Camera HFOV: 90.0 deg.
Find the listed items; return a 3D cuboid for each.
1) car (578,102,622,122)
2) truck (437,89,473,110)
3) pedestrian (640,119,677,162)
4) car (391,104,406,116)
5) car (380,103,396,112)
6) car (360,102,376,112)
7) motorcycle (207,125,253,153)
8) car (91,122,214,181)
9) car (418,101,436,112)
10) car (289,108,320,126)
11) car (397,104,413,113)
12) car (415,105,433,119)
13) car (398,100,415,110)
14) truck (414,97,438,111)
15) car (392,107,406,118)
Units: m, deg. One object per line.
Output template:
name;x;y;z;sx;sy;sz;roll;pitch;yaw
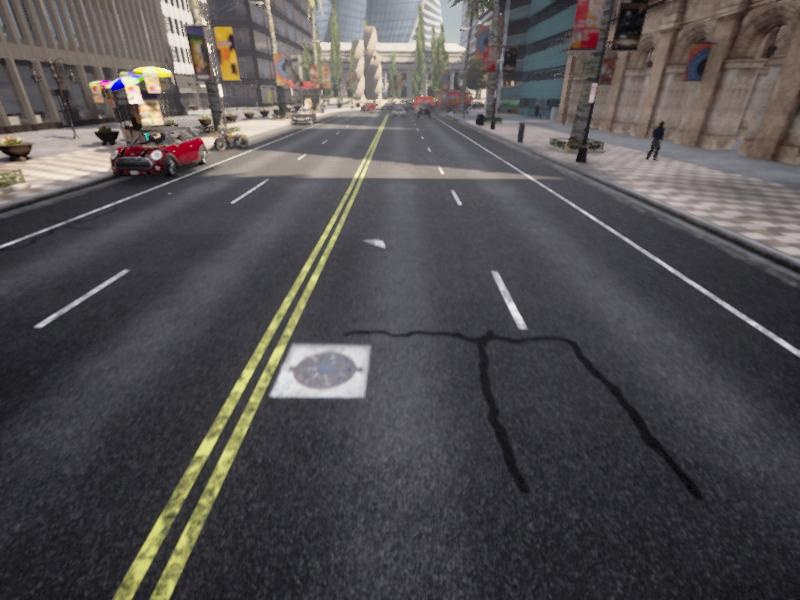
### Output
car;24.702;-23.429;49.702;2.435;2.045;5.566;0;27;0
truck;11.780;-42.506;84.949;2.891;3.827;8.468;24;35;37
pedestrian;12.323;-7.625;19.141;0.751;1.860;0.751;0;27;-1
car;-0.194;-30.219;63.407;2.038;1.542;4.974;2;27;3
car;-2.244;-36.177;75.078;1.812;1.442;4.674;7;28;12
car;-5.944;-36.092;74.759;1.882;1.535;5.008;5;28;9
motorcycle;-9.902;-9.470;23.465;0.764;1.277;2.356;15;31;26
car;-10.012;-6.349;16.797;2.185;1.767;4.553;0;27;0
car;5.145;-36.381;75.212;2.097;1.767;4.553;11;29;19
car;-10.162;-19.710;42.958;2.231;1.521;4.892;0;27;0
car;0.977;-35.421;73.815;1.895;1.301;4.718;7;28;12
car;3.341;-26.566;56.470;2.128;1.511;4.902;0;27;0
car;1.440;-40.514;83.075;1.905;1.878;3.866;14;30;25
truck;5.371;-40.653;82.745;2.627;2.467;5.204;17;31;28
car;-0.160;-26.554;56.628;1.895;1.301;4.718;0;27;0
